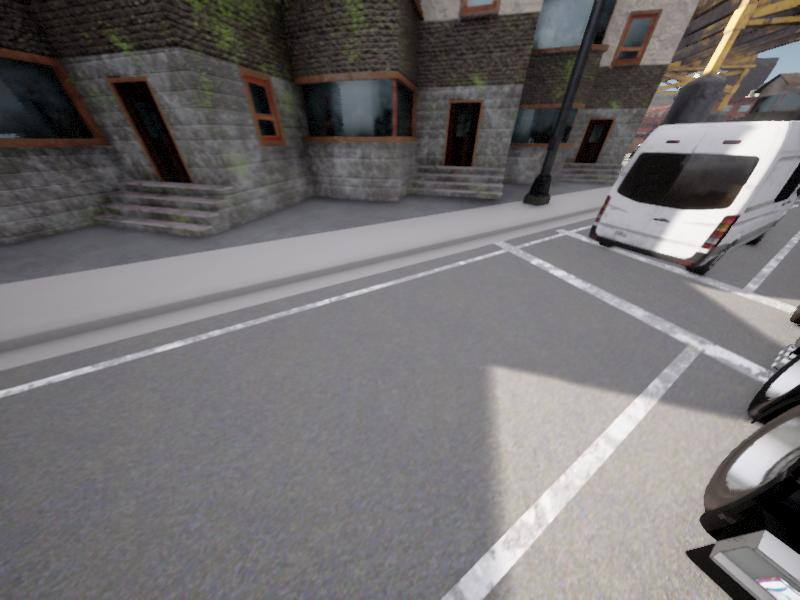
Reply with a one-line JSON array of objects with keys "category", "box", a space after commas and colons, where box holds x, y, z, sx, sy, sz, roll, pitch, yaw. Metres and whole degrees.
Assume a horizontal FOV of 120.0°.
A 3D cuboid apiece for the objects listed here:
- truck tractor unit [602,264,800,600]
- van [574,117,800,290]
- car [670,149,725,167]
[{"category": "truck tractor unit", "box": [5.111, -0.300, 0.785, 6.516, 4.208, 3.053, -18, 39, -24]}, {"category": "van", "box": [7.461, -2.518, 5.470, 5.915, 2.561, 1.988, -16, 38, -23]}, {"category": "car", "box": [33.010, -15.911, 25.832, 1.845, 1.501, 3.633, 10, 36, 13]}]
